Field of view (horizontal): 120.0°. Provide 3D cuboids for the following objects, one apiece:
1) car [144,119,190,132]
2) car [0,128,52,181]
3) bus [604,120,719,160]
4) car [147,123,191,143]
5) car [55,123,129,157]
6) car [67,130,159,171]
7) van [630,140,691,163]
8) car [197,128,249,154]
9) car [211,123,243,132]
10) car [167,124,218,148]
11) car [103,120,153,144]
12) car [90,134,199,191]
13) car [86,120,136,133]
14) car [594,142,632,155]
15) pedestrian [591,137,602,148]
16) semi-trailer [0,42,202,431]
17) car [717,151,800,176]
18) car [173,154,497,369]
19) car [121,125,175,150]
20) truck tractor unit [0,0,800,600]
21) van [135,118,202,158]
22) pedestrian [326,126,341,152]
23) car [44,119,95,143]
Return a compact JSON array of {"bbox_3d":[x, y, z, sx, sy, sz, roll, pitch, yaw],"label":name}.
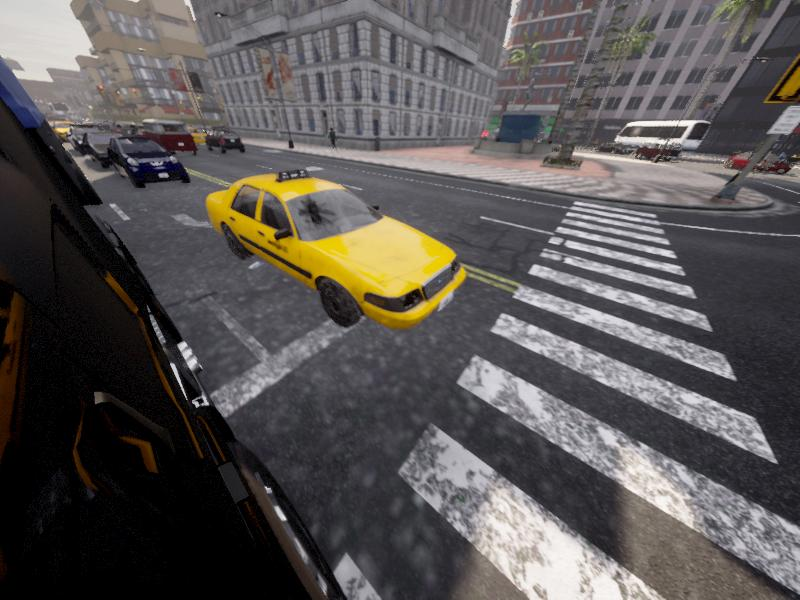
[{"bbox_3d":[-40.925,-30.670,40.740,1.930,1.638,5.238,26,43,28],"label":"car"},{"bbox_3d":[-16.307,-5.976,9.347,3.633,1.501,1.845,27,43,28],"label":"car"},{"bbox_3d":[37.733,-23.968,34.459,3.944,4.253,10.273,-4,37,-10],"label":"bus"},{"bbox_3d":[-25.419,-18.407,25.404,4.514,1.525,2.007,26,43,28],"label":"car"},{"bbox_3d":[-20.800,-10.854,15.590,4.974,1.542,2.038,26,43,28],"label":"car"},{"bbox_3d":[-15.486,-8.155,12.426,5.357,1.411,2.033,26,43,28],"label":"car"},{"bbox_3d":[31.766,-18.356,28.440,2.069,2.038,4.480,1,37,-3],"label":"van"},{"bbox_3d":[-14.409,-13.010,18.847,3.705,1.549,1.789,27,43,28],"label":"car"},{"bbox_3d":[-39.502,-39.472,52.800,2.033,1.411,5.357,26,43,28],"label":"car"},{"bbox_3d":[-19.962,-15.770,22.171,5.366,1.575,1.801,26,43,28],"label":"car"},{"bbox_3d":[-26.351,-16.270,22.369,4.611,1.667,2.242,29,44,31],"label":"car"},{"bbox_3d":[-10.140,-5.579,9.200,3.633,1.501,1.845,27,43,29],"label":"car"},{"bbox_3d":[-42.757,-25.763,34.296,1.994,1.385,4.181,26,43,28],"label":"car"},{"bbox_3d":[33.588,-23.985,36.547,1.970,1.475,3.806,-9,38,-16],"label":"car"},{"bbox_3d":[43.032,-34.509,50.583,0.751,1.860,0.751,-16,41,-23],"label":"pedestrian"},{"bbox_3d":[-8.709,-3.594,4.222,14.254,4.402,2.717,28,44,30],"label":"semi-trailer"},{"bbox_3d":[34.256,-13.134,22.079,2.163,1.488,4.792,9,37,9],"label":"car"},{"bbox_3d":[-1.512,-1.313,3.989,5.366,1.575,1.801,26,43,28],"label":"car"},{"bbox_3d":[-21.104,-13.641,19.343,4.193,1.474,1.816,26,43,28],"label":"car"},{"bbox_3d":[-2.645,-0.295,0.351,6.516,4.208,3.053,28,44,30],"label":"truck tractor unit"},{"bbox_3d":[-16.374,-11.506,16.356,4.442,1.987,1.775,26,43,28],"label":"van"},{"bbox_3d":[-5.945,-14.347,20.607,0.751,1.860,0.751,32,46,33],"label":"pedestrian"},{"bbox_3d":[-30.676,-15.720,21.441,5.366,1.575,1.801,26,43,28],"label":"car"}]
